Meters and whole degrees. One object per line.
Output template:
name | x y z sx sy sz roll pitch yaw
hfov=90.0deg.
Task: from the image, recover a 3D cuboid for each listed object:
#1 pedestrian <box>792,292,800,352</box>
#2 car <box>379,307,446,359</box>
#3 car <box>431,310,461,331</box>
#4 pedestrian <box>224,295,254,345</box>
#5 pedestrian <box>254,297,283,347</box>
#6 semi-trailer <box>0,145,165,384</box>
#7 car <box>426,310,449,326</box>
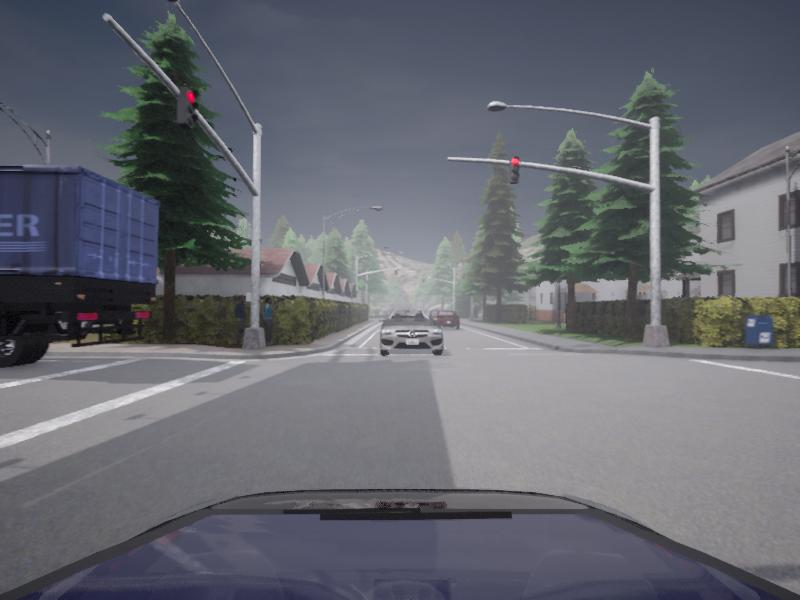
pedestrian | 12.841 0.673 12.343 0.751 1.860 0.751 0 -1 -4
car | 0.291 1.126 15.246 2.152 1.651 5.027 0 -2 -2
car | 3.655 1.569 32.447 1.882 1.535 5.008 0 -1 0
pedestrian | -6.084 0.739 15.182 0.751 1.860 0.751 0 -1 10
pedestrian | -5.012 0.815 15.277 0.751 1.860 0.751 0 -1 11
semi-trailer | -13.101 -0.668 8.739 14.254 4.402 2.717 0 -1 0
car | 3.685 1.725 39.828 1.882 1.535 5.008 0 -1 0
